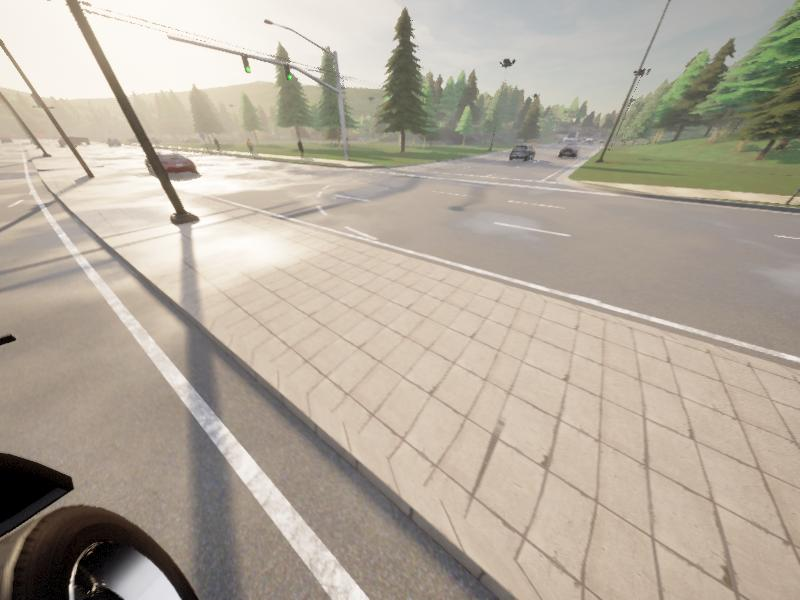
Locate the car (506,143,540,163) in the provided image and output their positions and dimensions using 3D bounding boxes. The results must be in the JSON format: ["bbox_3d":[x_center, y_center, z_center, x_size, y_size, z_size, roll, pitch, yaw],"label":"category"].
[{"bbox_3d":[14.430,-17.202,26.938,2.033,1.649,4.856,24,42,30],"label":"car"}]

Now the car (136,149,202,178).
[{"bbox_3d":[-16.228,-9.678,16.225,4.181,1.385,1.994,23,41,29],"label":"car"}]

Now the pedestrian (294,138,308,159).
[{"bbox_3d":[-10.667,-16.311,24.922,0.751,1.860,0.751,25,42,30],"label":"pedestrian"}]

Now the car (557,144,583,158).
[{"bbox_3d":[24.035,-21.026,32.520,2.038,1.542,4.974,24,42,30],"label":"car"}]

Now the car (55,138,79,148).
[{"bbox_3d":[-71.097,-33.608,49.279,5.027,1.651,2.152,23,41,29],"label":"car"}]

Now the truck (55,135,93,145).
[{"bbox_3d":[-82.388,-40.491,58.475,6.274,2.098,2.390,7,36,9],"label":"truck"}]

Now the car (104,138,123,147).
[{"bbox_3d":[-66.559,-36.673,53.668,3.988,1.617,1.851,23,41,29],"label":"car"}]

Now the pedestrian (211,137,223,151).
[{"bbox_3d":[-28.765,-24.502,36.318,0.751,1.860,0.751,25,42,30],"label":"pedestrian"}]

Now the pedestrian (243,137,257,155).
[{"bbox_3d":[-19.960,-20.520,30.779,0.751,1.860,0.751,25,42,30],"label":"pedestrian"}]
